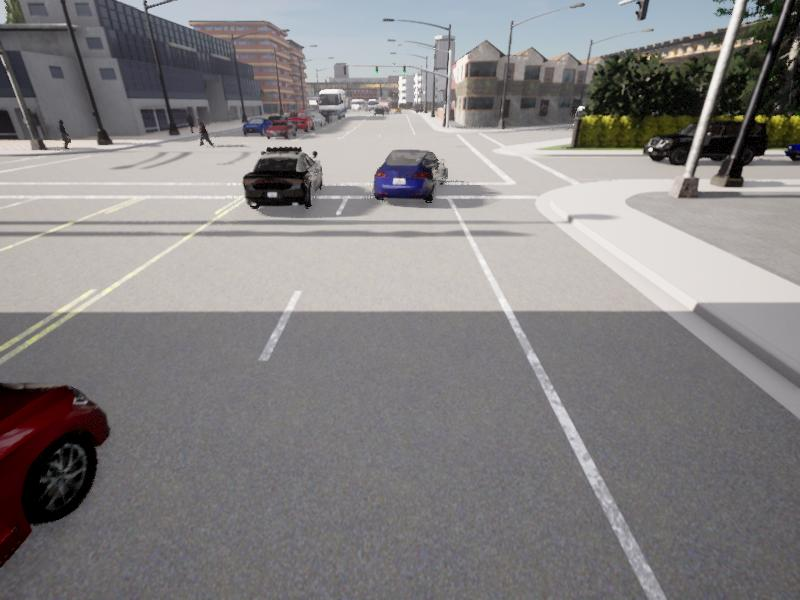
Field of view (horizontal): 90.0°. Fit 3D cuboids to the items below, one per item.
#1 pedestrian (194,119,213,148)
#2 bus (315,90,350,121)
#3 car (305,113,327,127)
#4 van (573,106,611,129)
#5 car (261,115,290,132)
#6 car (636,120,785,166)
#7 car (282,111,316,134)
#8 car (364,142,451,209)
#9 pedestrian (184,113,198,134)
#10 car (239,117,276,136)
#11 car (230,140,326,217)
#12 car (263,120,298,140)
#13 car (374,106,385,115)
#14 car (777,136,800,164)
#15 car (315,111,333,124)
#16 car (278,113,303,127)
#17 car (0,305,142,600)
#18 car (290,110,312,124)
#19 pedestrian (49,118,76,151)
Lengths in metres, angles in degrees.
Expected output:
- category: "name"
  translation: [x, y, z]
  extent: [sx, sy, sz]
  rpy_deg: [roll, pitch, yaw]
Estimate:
- category: "pedestrian"
  translation: [-13.915, -11.817, 28.369]
  extent: [0.751, 1.860, 0.751]
  rpy_deg: [-17, 31, -31]
- category: "bus"
  translation: [-10.778, -32.056, 65.487]
  extent: [3.944, 4.253, 10.273]
  rpy_deg: [0, 28, 0]
- category: "car"
  translation: [-10.809, -23.333, 51.859]
  extent: [1.812, 1.442, 4.674]
  rpy_deg: [0, 27, 0]
- category: "van"
  translation: [24.494, -23.305, 51.000]
  extent: [1.988, 2.561, 5.915]
  rpy_deg: [23, 35, 39]
- category: "car"
  translation: [-14.276, -20.388, 46.056]
  extent: [1.837, 1.490, 4.892]
  rpy_deg: [0, 27, 0]
- category: "car"
  translation: [15.956, -8.223, 20.901]
  extent: [5.566, 2.045, 2.150]
  rpy_deg: [0, 26, 0]
- category: "car"
  translation: [-10.756, -19.254, 43.170]
  extent: [2.150, 2.045, 5.566]
  rpy_deg: [0, 26, 0]
- category: "car"
  translation: [0.470, -4.616, 14.293]
  extent: [2.163, 1.488, 4.792]
  rpy_deg: [5, 27, 11]
- category: "pedestrian"
  translation: [-20.440, -17.311, 39.156]
  extent: [0.751, 1.860, 0.751]
  rpy_deg: [-7, 27, -15]
- category: "car"
  translation: [-14.246, -17.509, 40.244]
  extent: [1.882, 1.535, 5.008]
  rpy_deg: [0, 26, 0]
- category: "car"
  translation: [-3.771, -4.289, 13.466]
  extent: [1.930, 1.638, 5.238]
  rpy_deg: [-2, 26, -4]
- category: "car"
  translation: [-10.694, -15.433, 36.184]
  extent: [1.812, 1.442, 4.674]
  rpy_deg: [0, 27, 0]
- category: "car"
  translation: [-3.978, -37.485, 79.092]
  extent: [1.882, 1.535, 5.008]
  rpy_deg: [0, 26, 0]
- category: "car"
  translation: [23.288, -7.879, 21.050]
  extent: [4.718, 1.301, 1.895]
  rpy_deg: [0, 26, 0]
- category: "car"
  translation: [-10.842, -26.207, 57.358]
  extent: [1.816, 1.474, 4.193]
  rpy_deg: [0, 28, 0]
- category: "car"
  translation: [-14.300, -23.676, 52.606]
  extent: [1.994, 1.385, 4.181]
  rpy_deg: [0, 27, 1]
- category: "car"
  translation: [-3.506, 1.652, 1.844]
  extent: [1.816, 1.474, 4.193]
  rpy_deg: [0, 27, 0]
- category: "car"
  translation: [-14.350, -26.687, 58.205]
  extent: [1.882, 1.535, 5.008]
  rpy_deg: [0, 28, 0]
- category: "pedestrian"
  translation: [-21.423, -10.543, 25.442]
  extent: [0.751, 1.860, 0.751]
  rpy_deg: [-16, 31, -30]
